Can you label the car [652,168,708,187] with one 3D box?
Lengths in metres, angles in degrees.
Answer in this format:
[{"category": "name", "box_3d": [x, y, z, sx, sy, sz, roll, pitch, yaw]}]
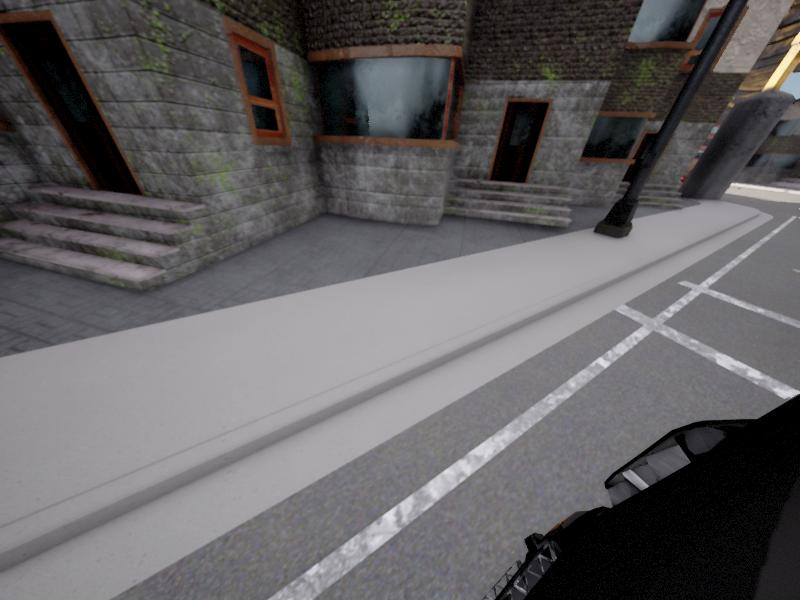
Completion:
[{"category": "car", "box_3d": [30.979, -13.754, 25.791, 1.816, 1.474, 4.193, 11, 34, 11]}]
